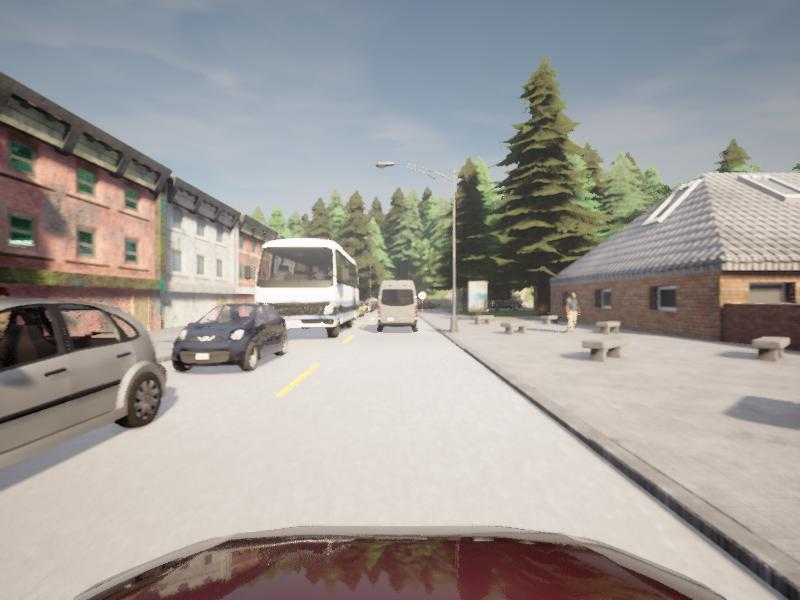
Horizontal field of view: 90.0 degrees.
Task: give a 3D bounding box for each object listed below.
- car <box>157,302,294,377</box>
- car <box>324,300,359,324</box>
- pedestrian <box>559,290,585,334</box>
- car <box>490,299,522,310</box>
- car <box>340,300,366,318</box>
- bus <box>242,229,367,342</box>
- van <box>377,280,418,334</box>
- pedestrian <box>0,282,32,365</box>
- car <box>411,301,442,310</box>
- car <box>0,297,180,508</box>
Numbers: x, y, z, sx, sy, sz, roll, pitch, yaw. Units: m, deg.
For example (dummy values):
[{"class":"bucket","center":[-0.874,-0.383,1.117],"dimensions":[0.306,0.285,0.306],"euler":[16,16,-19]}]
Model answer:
[{"class":"car","center":[-4.045,0.823,9.976],"dimensions":[1.845,1.501,3.633],"euler":[0,0,-1]},{"class":"car","center":[-4.188,0.790,29.516],"dimensions":[1.801,1.575,5.366],"euler":[0,0,0]},{"class":"pedestrian","center":[7.471,0.525,17.377],"dimensions":[0.751,1.860,0.751],"euler":[0,0,-15]},{"class":"car","center":[16.917,0.734,64.048],"dimensions":[4.611,1.667,2.242],"euler":[0,0,-1]},{"class":"car","center":[-4.242,0.788,37.061],"dimensions":[1.801,1.575,5.366],"euler":[0,0,0]},{"class":"bus","center":[-4.001,-0.541,20.218],"dimensions":[3.944,4.253,10.273],"euler":[0,0,0]},{"class":"van","center":[-0.133,0.314,22.001],"dimensions":[1.988,2.561,5.915],"euler":[0,0,0]},{"class":"pedestrian","center":[-9.234,0.530,9.279],"dimensions":[0.751,1.860,0.751],"euler":[0,0,-10]},{"class":"car","center":[4.176,0.847,62.871],"dimensions":[4.674,1.442,1.812],"euler":[0,0,-29]},{"class":"car","center":[-4.001,0.787,3.617],"dimensions":[1.851,1.617,3.988],"euler":[0,0,-1]}]
